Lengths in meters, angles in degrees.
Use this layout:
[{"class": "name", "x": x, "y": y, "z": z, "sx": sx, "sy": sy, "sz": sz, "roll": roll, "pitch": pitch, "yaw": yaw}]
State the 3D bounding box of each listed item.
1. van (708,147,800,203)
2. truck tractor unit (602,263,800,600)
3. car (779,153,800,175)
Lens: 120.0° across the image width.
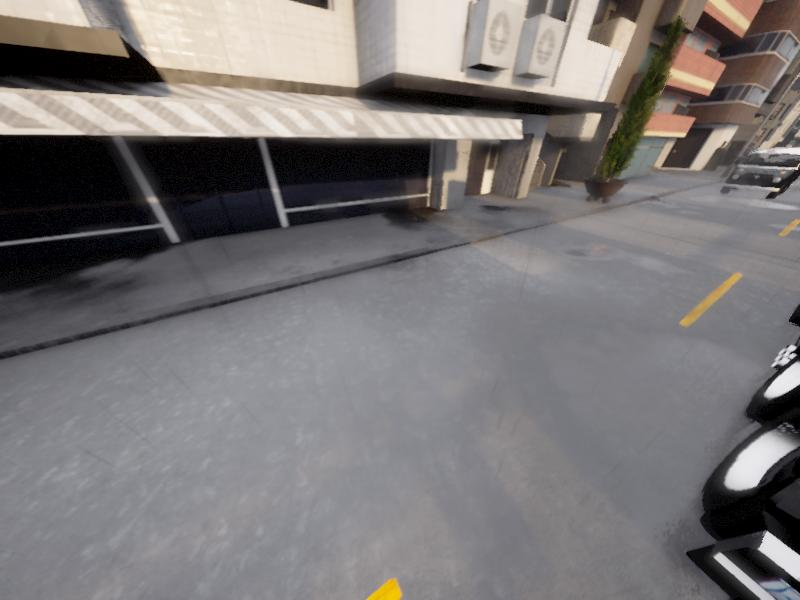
[{"class": "van", "x": 18.392, "y": -6.376, "z": 11.551, "sx": 4.480, "sy": 2.038, "sz": 2.069, "roll": -18, "pitch": 39, "yaw": -24}, {"class": "truck tractor unit", "x": 5.109, "y": -0.303, "z": 0.786, "sx": 6.516, "sy": 4.208, "sz": 3.053, "roll": -18, "pitch": 39, "yaw": -24}, {"class": "car", "x": 35.975, "y": -11.874, "z": 20.107, "sx": 4.792, "sy": 1.488, "sz": 2.163, "roll": -18, "pitch": 39, "yaw": -24}]
